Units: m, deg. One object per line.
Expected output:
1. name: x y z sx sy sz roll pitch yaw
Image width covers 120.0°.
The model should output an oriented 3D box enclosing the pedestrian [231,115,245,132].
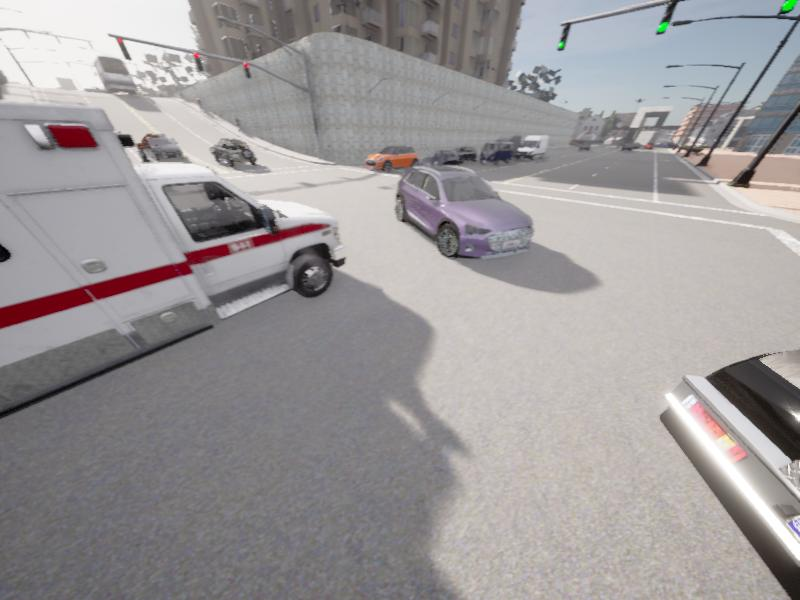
1. pedestrian: -22.070 -24.002 31.475 0.751 1.860 0.751 29 44 34

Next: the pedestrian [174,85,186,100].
1. pedestrian: -39.324 -37.011 41.280 0.751 1.860 0.751 27 43 32

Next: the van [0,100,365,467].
1. van: -3.659 -0.403 2.347 2.351 2.431 6.366 28 44 33

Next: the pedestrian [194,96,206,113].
1. pedestrian: -31.269 -30.556 36.129 0.751 1.860 0.751 29 44 34

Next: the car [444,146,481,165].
1. car: 6.709 -15.524 24.703 1.816 1.474 4.193 28 44 33

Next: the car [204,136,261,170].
1. car: -13.616 -12.021 18.772 4.605 1.855 1.932 30 45 29

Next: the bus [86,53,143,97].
1. bus: -47.761 -37.175 38.618 10.273 4.253 3.944 30 44 31

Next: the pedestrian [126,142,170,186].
1. pedestrian: -13.054 -7.055 12.012 0.751 1.860 0.751 26 42 31

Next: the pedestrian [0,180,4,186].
1. pedestrian: -19.238 -6.057 10.223 0.751 1.860 0.751 -25 43 -32

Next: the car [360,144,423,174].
1. car: -0.567 -11.298 18.328 4.553 1.767 2.097 -28 44 -34

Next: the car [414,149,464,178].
1. car: 2.847 -9.976 16.753 1.845 1.501 3.633 25 42 30

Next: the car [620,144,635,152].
1. car: 53.791 -35.923 54.501 1.895 1.301 4.718 28 44 33

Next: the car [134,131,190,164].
1. car: -19.961 -12.836 19.348 5.238 1.638 1.930 32 46 29

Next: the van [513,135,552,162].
1. van: 16.820 -19.288 29.273 1.988 2.561 5.915 28 44 33

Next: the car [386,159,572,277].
1. car: 1.367 -2.666 6.325 2.033 1.649 4.856 -13 37 -18

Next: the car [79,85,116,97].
1. car: -59.426 -41.090 45.459 4.718 1.301 1.895 9 36 4

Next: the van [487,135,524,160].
1. van: 14.422 -20.790 31.353 1.988 2.561 5.915 28 44 33

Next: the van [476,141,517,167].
1. van: 9.580 -14.526 22.903 1.775 1.987 4.442 28 44 33
